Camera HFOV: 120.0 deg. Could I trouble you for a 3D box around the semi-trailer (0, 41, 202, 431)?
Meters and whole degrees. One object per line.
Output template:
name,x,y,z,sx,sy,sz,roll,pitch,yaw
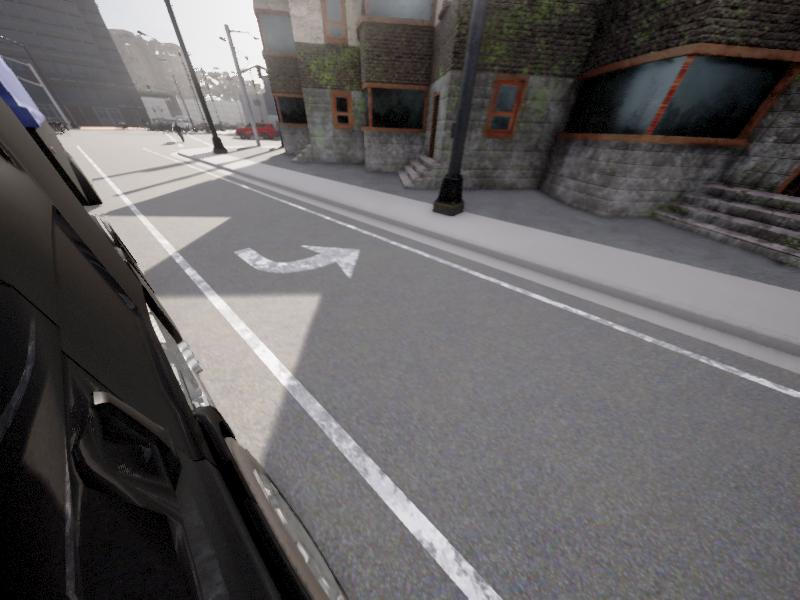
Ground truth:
semi-trailer,-8.707,-3.588,4.235,14.254,4.402,2.717,28,44,30

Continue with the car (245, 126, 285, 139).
car,-21.527,-26.887,37.086,5.008,1.535,1.882,-1,37,-5

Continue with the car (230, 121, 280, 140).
car,-21.206,-24.998,34.137,5.566,2.045,2.150,-1,37,-5

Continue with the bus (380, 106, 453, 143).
bus,2.254,-26.618,35.210,10.273,4.253,3.944,-3,37,-4

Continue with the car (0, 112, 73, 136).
car,-43.462,-21.084,27.657,2.150,2.045,5.566,-10,39,-17

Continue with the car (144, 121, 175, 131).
car,-47.306,-34.241,45.548,1.816,1.474,4.193,-1,37,-5

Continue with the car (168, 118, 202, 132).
car,-44.012,-35.909,47.508,2.150,2.045,5.566,-1,37,-4

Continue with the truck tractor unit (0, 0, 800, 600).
truck tractor unit,-2.645,-0.295,0.351,6.516,4.208,3.053,28,44,30

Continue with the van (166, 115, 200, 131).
van,-47.848,-39.138,51.201,1.988,2.561,5.915,-1,37,-5

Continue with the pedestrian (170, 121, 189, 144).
pedestrian,-22.530,-17.108,23.623,0.751,1.860,0.751,-25,45,-32
